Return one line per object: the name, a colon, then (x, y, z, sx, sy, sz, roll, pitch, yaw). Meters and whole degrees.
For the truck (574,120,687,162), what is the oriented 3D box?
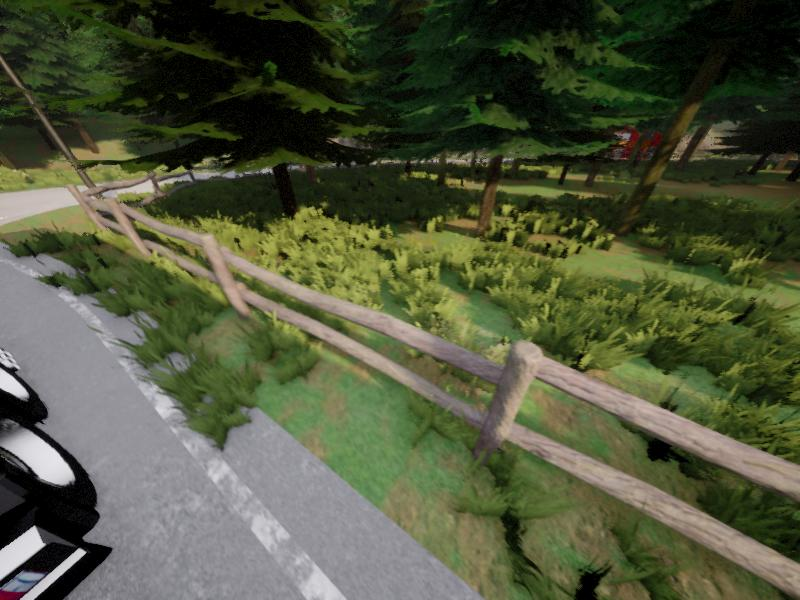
truck: (26.389, -18.477, 27.015, 8.468, 3.827, 2.891, 1, 35, 2)

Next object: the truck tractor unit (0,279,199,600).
truck tractor unit: (-5.137, -0.274, 0.746, 6.516, 4.208, 3.053, 17, 38, 23)
